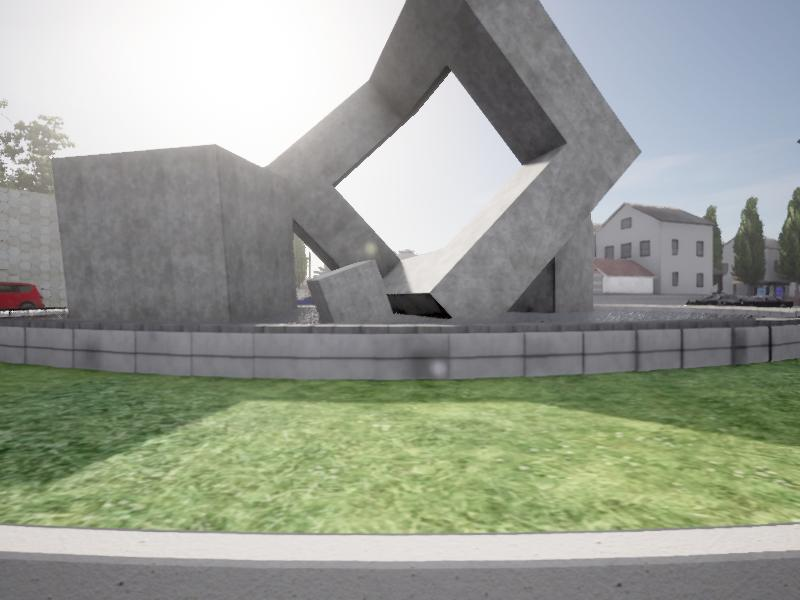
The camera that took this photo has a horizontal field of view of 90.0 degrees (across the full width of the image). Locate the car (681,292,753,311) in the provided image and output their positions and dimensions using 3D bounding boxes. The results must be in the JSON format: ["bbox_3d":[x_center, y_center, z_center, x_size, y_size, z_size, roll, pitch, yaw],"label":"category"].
[{"bbox_3d":[28.081,0.156,35.477,5.238,1.638,1.930,0,0,-8],"label":"car"}]

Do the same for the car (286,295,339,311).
[{"bbox_3d":[-8.770,0.249,39.885,5.008,1.535,1.882,0,0,-18],"label":"car"}]

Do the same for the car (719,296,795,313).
[{"bbox_3d":[28.540,0.327,32.031,4.718,1.301,1.895,0,0,-8],"label":"car"}]

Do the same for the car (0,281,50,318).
[{"bbox_3d":[-23.189,0.004,22.163,2.150,2.045,5.566,0,0,12],"label":"car"}]
